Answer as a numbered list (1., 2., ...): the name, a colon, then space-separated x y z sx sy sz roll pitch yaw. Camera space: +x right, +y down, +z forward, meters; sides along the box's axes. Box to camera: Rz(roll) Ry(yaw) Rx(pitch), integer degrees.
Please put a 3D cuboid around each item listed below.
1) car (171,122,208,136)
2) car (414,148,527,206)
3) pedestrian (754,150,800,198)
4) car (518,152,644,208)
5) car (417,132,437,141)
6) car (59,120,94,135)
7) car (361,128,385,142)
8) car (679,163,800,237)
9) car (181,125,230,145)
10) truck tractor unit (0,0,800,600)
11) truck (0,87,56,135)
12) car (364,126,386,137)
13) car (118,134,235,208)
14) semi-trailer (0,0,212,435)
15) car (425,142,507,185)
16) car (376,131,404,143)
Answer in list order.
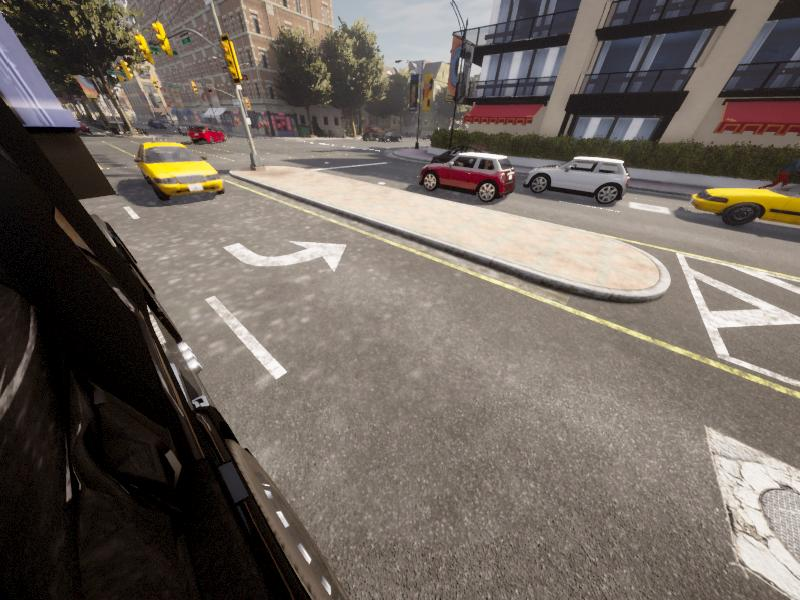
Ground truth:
1. car: -31.715 -25.757 34.774 4.974 1.542 2.038 21 41 23
2. car: 2.758 -5.249 9.598 3.806 1.475 1.970 28 43 29
3. pedestrian: 18.045 -5.853 10.753 0.751 1.860 0.751 29 44 31
4. car: 7.679 -5.388 10.093 3.806 1.475 1.970 28 44 30
5. car: 5.973 -35.999 50.909 1.812 1.442 4.674 27 43 29
6. car: -39.825 -21.263 28.457 4.718 1.301 1.895 28 43 29
7. car: -4.650 -28.678 40.081 1.905 1.878 3.866 29 44 30
8. car: 12.686 -2.810 6.879 5.366 1.575 1.801 28 43 29
9. car: -20.430 -17.576 24.563 2.007 1.525 4.514 -3 37 -8
10. truck tractor unit: -2.645 -0.295 0.351 6.516 4.208 3.053 28 44 30
11. truck: -42.462 -20.961 25.776 8.468 3.827 2.891 28 43 29
12. car: -6.378 -42.507 58.322 5.566 2.045 2.150 29 44 31
13. car: -8.162 -4.870 8.316 5.366 1.575 1.801 31 45 33
14. semi-trailer: -9.457 -2.940 3.285 14.254 4.402 2.717 19 40 20
15. car: 3.488 -7.614 12.739 3.705 1.549 1.789 28 43 29
16. car: -1.636 -27.315 38.785 1.837 1.490 4.892 27 43 29
